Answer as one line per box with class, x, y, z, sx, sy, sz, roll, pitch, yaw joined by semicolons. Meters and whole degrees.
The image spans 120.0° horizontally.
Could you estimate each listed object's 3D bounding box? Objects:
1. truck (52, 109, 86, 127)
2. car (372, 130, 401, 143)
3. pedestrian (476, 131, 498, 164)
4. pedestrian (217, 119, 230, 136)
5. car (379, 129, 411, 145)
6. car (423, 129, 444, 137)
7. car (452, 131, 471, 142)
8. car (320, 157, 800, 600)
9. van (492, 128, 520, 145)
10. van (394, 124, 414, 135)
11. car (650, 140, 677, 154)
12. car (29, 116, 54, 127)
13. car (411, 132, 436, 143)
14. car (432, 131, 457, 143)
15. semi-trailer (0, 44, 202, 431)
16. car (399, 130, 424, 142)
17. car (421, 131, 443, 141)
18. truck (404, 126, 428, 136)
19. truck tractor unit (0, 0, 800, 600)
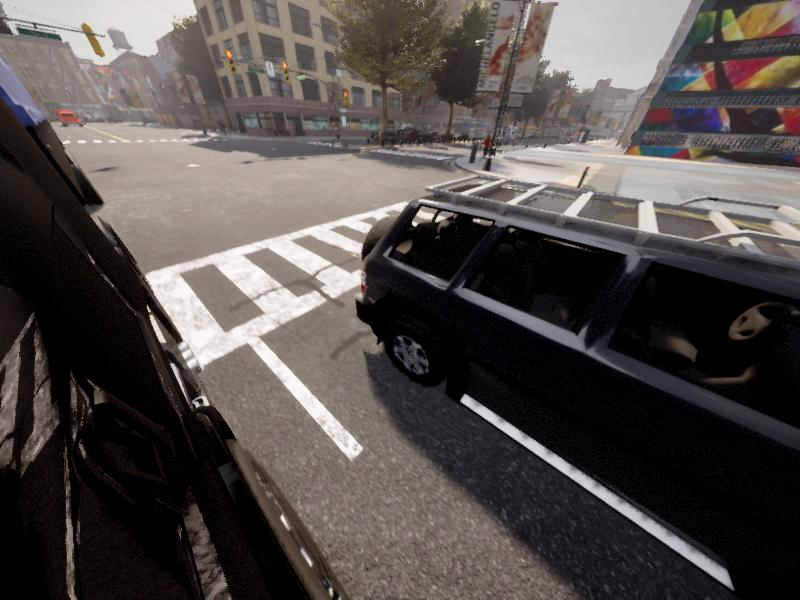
truck;-60.955;-33.439;42.562;5.204;2.467;2.627;28;44;30
car;-2.133;-26.002;36.697;1.812;1.442;4.674;28;44;30
pedestrian;6.129;-10.824;16.421;0.751;1.860;0.751;-10;39;-16
pedestrian;-24.553;-23.926;32.119;0.751;1.860;0.751;-30;47;-35
car;-0.675;-23.852;33.742;2.242;1.667;4.611;28;44;30
car;9.490;-47.336;65.426;5.366;1.575;1.801;25;42;27
car;12.482;-33.003;46.602;1.851;1.617;3.988;28;44;30
car;1.719;0.236;1.832;4.605;1.855;1.932;28;44;30
van;20.164;-31.145;43.873;2.351;2.431;6.366;28;44;30
van;1.234;-51.914;70.241;5.915;2.561;1.988;27;43;30
car;41.567;-24.301;36.587;2.161;1.482;4.786;28;44;30
car;-66.130;-33.007;42.599;3.806;1.475;1.970;28;44;30
car;3.956;-26.967;38.360;1.994;1.385;4.181;28;44;30
car;8.228;-29.999;42.481;2.128;1.511;4.902;28;44;30
semi-trailer;-8.700;-3.596;4.238;14.254;4.402;2.717;28;44;30
car;2.093;-29.022;40.849;2.007;1.525;4.514;28;44;30
car;6.260;-31.942;44.960;1.837;1.490;4.892;27;44;29
truck;4.440;-47.325;64.712;6.274;2.098;2.390;27;44;29
truck tractor unit;-2.645;-0.295;0.351;6.516;4.208;3.053;28;44;30
